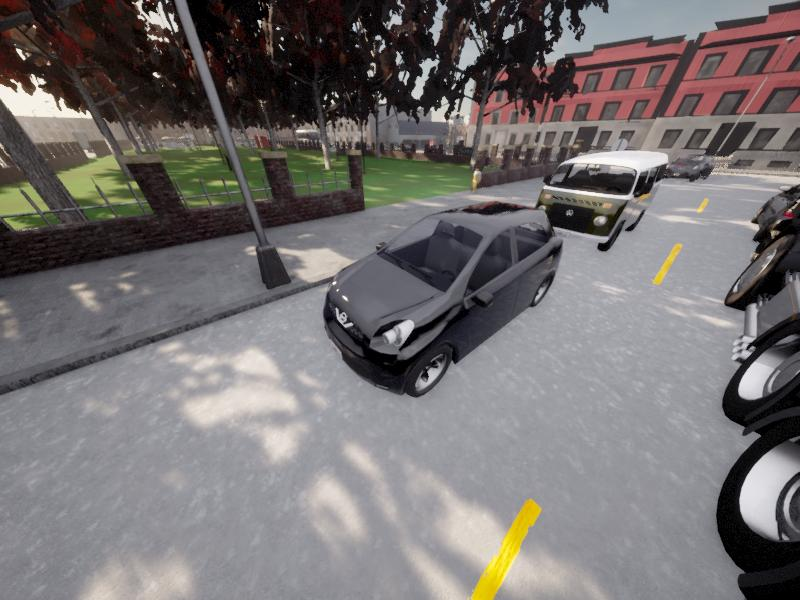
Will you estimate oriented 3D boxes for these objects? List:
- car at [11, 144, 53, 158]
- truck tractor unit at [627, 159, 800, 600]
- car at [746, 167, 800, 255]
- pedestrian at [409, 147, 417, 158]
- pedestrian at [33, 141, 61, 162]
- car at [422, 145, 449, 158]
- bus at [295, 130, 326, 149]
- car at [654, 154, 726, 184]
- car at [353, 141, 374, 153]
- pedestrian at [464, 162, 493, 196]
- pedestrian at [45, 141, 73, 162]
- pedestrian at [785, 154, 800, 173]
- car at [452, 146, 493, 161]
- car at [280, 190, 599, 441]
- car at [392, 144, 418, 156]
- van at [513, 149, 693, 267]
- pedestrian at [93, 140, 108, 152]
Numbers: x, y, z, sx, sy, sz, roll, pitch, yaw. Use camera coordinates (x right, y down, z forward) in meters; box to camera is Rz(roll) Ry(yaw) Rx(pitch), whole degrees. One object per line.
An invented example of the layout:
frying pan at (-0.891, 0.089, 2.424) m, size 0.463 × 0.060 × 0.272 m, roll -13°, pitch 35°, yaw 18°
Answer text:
car at (-49.451, -20.139, 31.191) m, size 1.845 × 1.501 × 3.633 m, roll -25°, pitch 42°, yaw -32°
truck tractor unit at (4.919, -0.458, 1.004) m, size 6.516 × 4.208 × 3.053 m, roll -26°, pitch 42°, yaw -32°
car at (11.447, -2.453, 6.196) m, size 3.988 × 1.617 × 1.851 m, roll -25°, pitch 42°, yaw -32°
pedestrian at (1.768, -20.792, 32.490) m, size 0.751 × 1.300 × 0.751 m, roll -25°, pitch 42°, yaw -32°
pedestrian at (-37.666, -15.901, 24.685) m, size 0.751 × 1.860 × 0.751 m, roll -26°, pitch 43°, yaw -33°
car at (5.330, -22.628, 35.155) m, size 1.789 × 1.549 × 3.705 m, roll -25°, pitch 42°, yaw -31°
bus at (-25.432, -45.340, 65.159) m, size 3.944 × 4.253 × 10.273 m, roll -25°, pitch 43°, yaw -32°
car at (19.794, -9.045, 15.791) m, size 3.633 × 1.501 × 1.845 m, roll -18°, pitch 38°, yaw -25°
car at (-7.613, -31.815, 47.960) m, size 1.932 × 1.855 × 4.605 m, roll -25°, pitch 42°, yaw -31°
pedestrian at (3.614, -5.640, 10.755) m, size 0.751 × 1.300 × 0.751 m, roll -25°, pitch 42°, yaw -32°
pedestrian at (-35.606, -15.511, 24.140) m, size 0.751 × 1.860 × 0.751 m, roll -24°, pitch 42°, yaw -31°
pedestrian at (33.287, -11.606, 19.052) m, size 0.751 × 1.860 × 0.751 m, roll -22°, pitch 41°, yaw -28°
car at (9.602, -19.614, 30.913) m, size 1.837 × 1.490 × 4.892 m, roll -26°, pitch 42°, yaw -32°
car at (0.726, -0.390, 3.222) m, size 3.633 × 1.501 × 1.845 m, roll -25°, pitch 42°, yaw -31°
car at (0.766, -25.809, 39.711) m, size 2.007 × 1.525 × 4.514 m, roll -25°, pitch 42°, yaw -31°
van at (5.530, -2.832, 6.316) m, size 4.480 × 2.038 × 2.069 m, roll -25°, pitch 42°, yaw -31°
pedestrian at (-54.141, -27.852, 41.715) m, size 0.751 × 1.860 × 0.751 m, roll -20°, pitch 40°, yaw -26°
